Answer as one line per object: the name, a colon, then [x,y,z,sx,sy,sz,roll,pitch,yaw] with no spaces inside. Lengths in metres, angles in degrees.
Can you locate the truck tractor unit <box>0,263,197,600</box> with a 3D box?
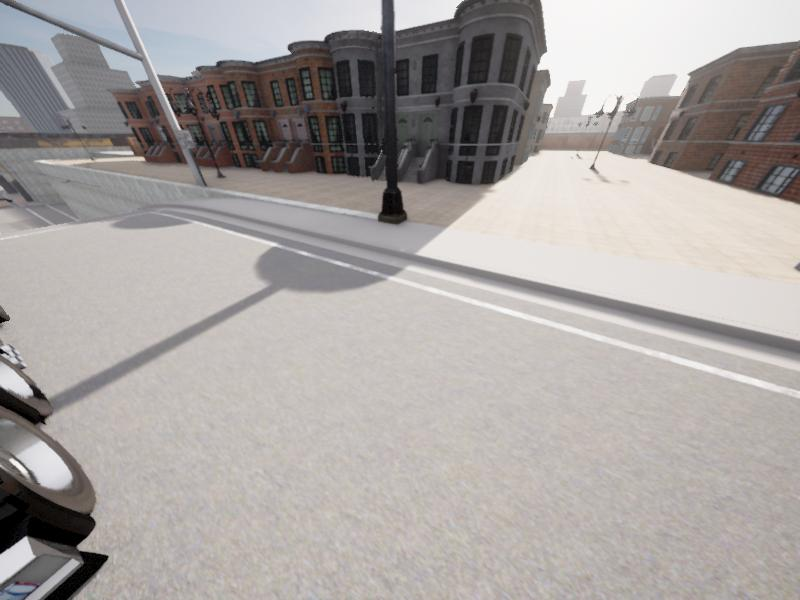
truck tractor unit: [-5.112,-0.300,0.778,6.516,4.208,3.053,18,39,24]
